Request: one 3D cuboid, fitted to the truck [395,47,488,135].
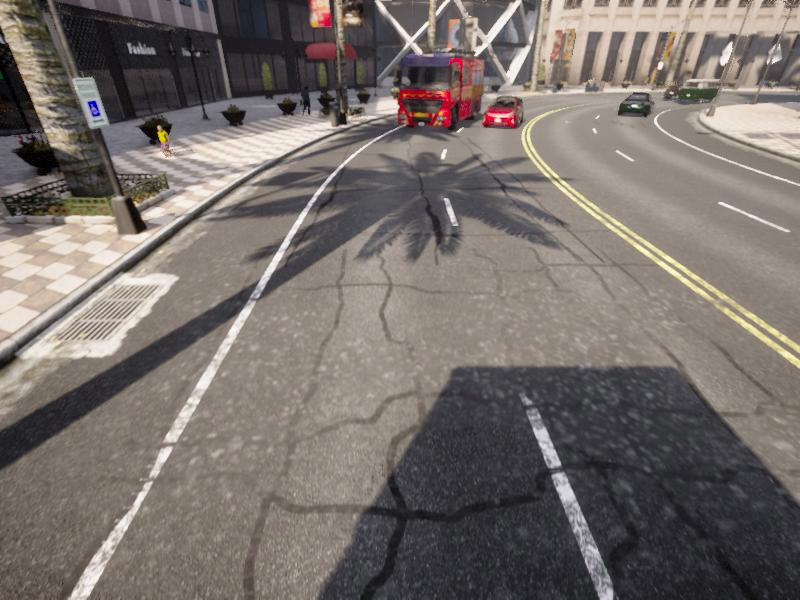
[{"bbox_3d":[2.656,-12.376,23.376,2.891,3.827,8.468,11,32,18],"label":"truck"}]

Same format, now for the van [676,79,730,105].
[{"bbox_3d":[28.371,-19.564,37.512,4.442,1.987,1.775,-16,34,-25],"label":"van"}]

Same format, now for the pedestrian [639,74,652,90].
[{"bbox_3d":[34.624,-30.740,56.410,0.751,1.860,0.751,-11,32,-18],"label":"pedestrian"}]

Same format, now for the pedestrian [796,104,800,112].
[{"bbox_3d":[29.353,-14.263,28.979,0.500,1.100,0.500,-26,39,-37],"label":"pedestrian"}]

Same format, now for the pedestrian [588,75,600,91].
[{"bbox_3d":[26.082,-29.220,53.804,0.751,1.860,0.751,-10,32,-17],"label":"pedestrian"}]

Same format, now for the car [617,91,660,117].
[{"bbox_3d":[17.494,-14.427,29.334,1.994,1.385,4.181,18,35,28],"label":"car"}]

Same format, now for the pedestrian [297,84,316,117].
[{"bbox_3d":[-5.985,-12.826,25.740,0.751,1.860,0.751,4,31,6],"label":"pedestrian"}]

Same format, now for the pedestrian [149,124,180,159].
[{"bbox_3d":[-8.298,-5.609,14.147,0.500,1.100,0.500,3,30,5],"label":"pedestrian"}]

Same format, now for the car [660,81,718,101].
[{"bbox_3d":[30.020,-21.726,41.574,5.027,1.651,2.152,-12,32,-20],"label":"car"}]

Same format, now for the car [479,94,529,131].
[{"bbox_3d":[6.155,-11.093,23.465,2.007,1.525,4.514,11,32,18],"label":"car"}]

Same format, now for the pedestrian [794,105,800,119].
[{"bbox_3d":[25.409,-12.020,25.140,0.500,1.100,0.500,20,36,31],"label":"pedestrian"}]
